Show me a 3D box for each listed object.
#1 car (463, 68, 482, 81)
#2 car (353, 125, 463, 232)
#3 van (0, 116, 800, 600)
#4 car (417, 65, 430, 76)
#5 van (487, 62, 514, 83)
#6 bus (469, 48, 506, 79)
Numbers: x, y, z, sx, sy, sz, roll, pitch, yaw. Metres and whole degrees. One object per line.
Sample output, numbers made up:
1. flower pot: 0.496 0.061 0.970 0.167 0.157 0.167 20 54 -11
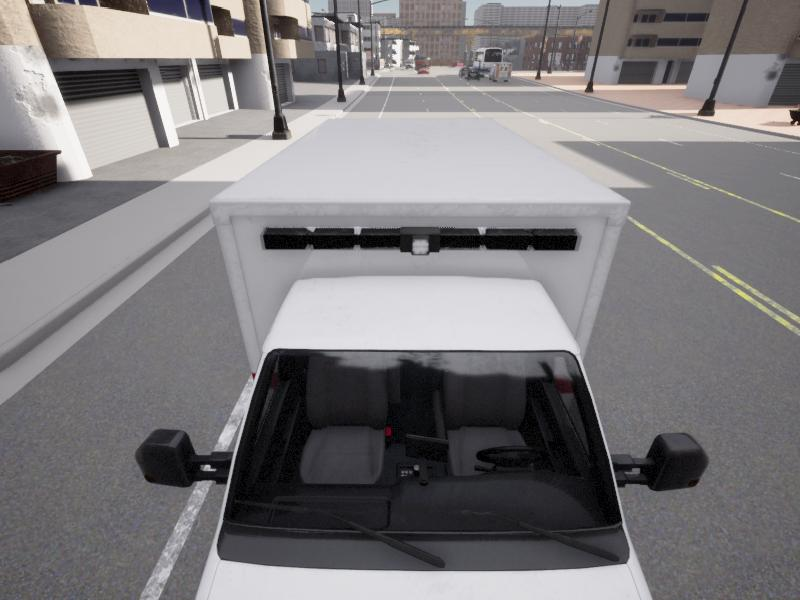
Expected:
1. car: 11.226 -35.003 62.116 2.128 1.511 4.902 0 32 0
2. car: 0.183 -3.330 10.225 2.128 1.511 4.902 0 30 0
3. van: 0.110 0.012 3.604 2.351 2.431 6.366 0 30 0
4. car: 4.366 -43.205 75.200 2.242 1.667 4.611 0 32 0
5. van: 14.699 -33.726 59.163 2.351 2.431 6.366 0 32 0
6. bus: 14.674 -40.329 67.956 3.944 4.253 10.273 0 32 0
